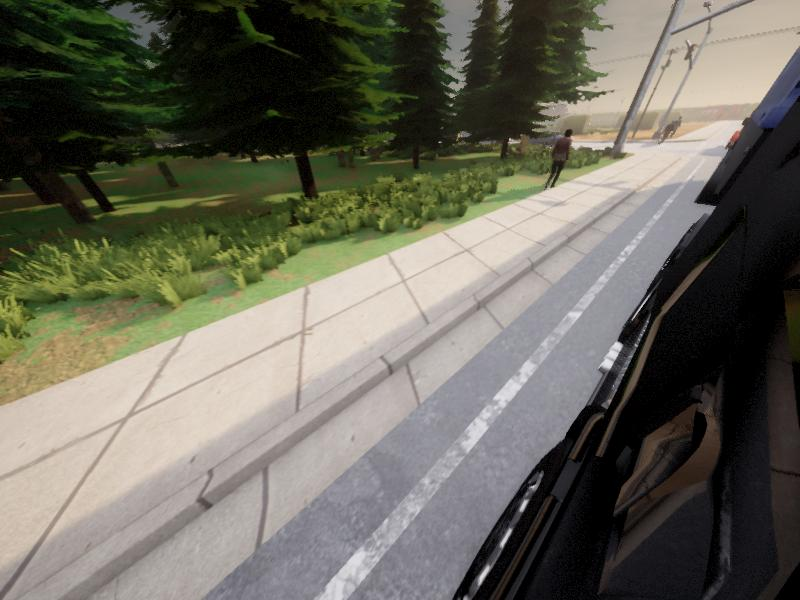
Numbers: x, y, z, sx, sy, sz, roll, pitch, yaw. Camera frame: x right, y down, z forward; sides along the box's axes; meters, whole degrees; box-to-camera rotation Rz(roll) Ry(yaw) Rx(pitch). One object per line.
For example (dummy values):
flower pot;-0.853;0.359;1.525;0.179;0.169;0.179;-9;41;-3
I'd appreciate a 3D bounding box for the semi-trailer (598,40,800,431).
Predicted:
semi-trailer;8.676;-3.621;4.248;14.254;4.402;2.717;-28;44;-30

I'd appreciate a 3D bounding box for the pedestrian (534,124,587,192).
pedestrian;5.415;-4.791;7.867;0.751;1.860;0.751;-30;45;-32

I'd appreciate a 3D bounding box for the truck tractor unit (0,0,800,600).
truck tractor unit;2.645;-0.295;0.351;6.516;4.208;3.053;-28;44;-30

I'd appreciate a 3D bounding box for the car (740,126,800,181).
car;16.737;-6.039;9.387;4.902;1.511;2.128;-22;41;-23

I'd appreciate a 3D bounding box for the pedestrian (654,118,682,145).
pedestrian;23.877;-14.998;20.615;0.751;1.860;0.751;-22;41;-23

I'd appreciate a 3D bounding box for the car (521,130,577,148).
car;15.126;-16.551;23.717;1.994;1.385;4.181;-28;43;-30

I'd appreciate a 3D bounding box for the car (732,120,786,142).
car;31.836;-15.088;20.628;4.181;1.385;1.994;-30;45;-32

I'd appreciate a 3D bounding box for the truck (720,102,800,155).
truck;24.128;-11.295;15.161;5.204;2.467;2.627;-29;44;-30

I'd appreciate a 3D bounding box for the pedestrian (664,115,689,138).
pedestrian;28.418;-17.806;23.787;0.751;1.860;0.751;18;41;25
